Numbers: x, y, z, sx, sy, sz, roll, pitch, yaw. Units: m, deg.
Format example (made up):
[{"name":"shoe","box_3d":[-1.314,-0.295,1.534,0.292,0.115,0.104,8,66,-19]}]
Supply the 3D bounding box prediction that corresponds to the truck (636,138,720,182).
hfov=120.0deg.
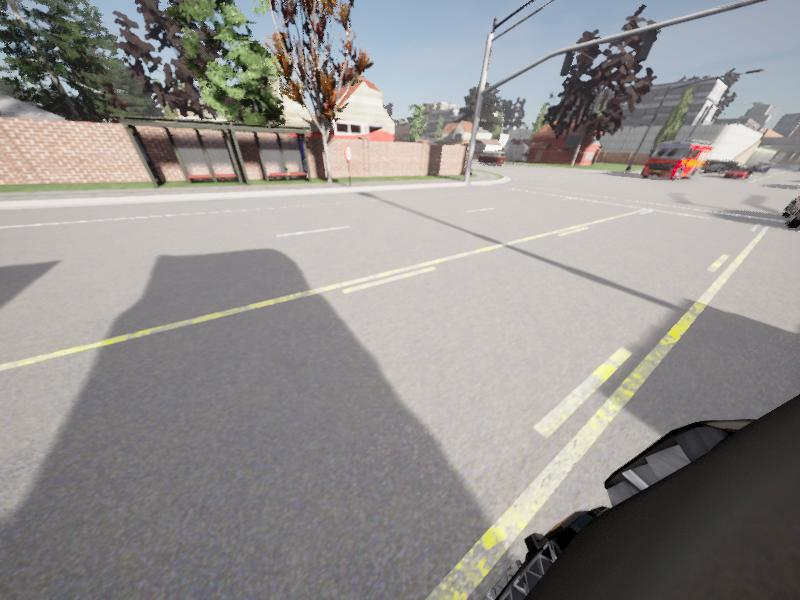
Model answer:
[{"name":"truck","box_3d":[31.763,-15.953,26.409,8.468,3.827,2.891,-16,38,-25]}]

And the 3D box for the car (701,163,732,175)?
[{"name":"car","box_3d":[51.520,-21.346,37.602,4.892,1.490,1.837,-18,39,-27]}]

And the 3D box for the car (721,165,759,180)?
[{"name":"car","box_3d":[45.350,-17.018,30.806,4.514,1.525,2.007,-18,39,-27]}]

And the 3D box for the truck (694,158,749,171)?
[{"name":"truck","box_3d":[69.128,-29.331,49.886,2.390,2.098,6.274,-13,37,-21]}]

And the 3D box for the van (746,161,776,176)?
[{"name":"van","box_3d":[62.665,-22.893,40.074,4.442,1.987,1.775,-18,39,-27]}]

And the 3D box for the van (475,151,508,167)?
[{"name":"van","box_3d":[14.991,-23.347,38.104,1.775,1.987,4.442,-19,39,-28]}]

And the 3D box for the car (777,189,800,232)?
[{"name":"car","box_3d":[18.498,-3.886,9.651,5.027,1.651,2.152,-22,41,-32]}]

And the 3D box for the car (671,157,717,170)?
[{"name":"car","box_3d":[64.321,-30.014,50.693,2.150,2.045,5.566,-19,39,-28]}]
